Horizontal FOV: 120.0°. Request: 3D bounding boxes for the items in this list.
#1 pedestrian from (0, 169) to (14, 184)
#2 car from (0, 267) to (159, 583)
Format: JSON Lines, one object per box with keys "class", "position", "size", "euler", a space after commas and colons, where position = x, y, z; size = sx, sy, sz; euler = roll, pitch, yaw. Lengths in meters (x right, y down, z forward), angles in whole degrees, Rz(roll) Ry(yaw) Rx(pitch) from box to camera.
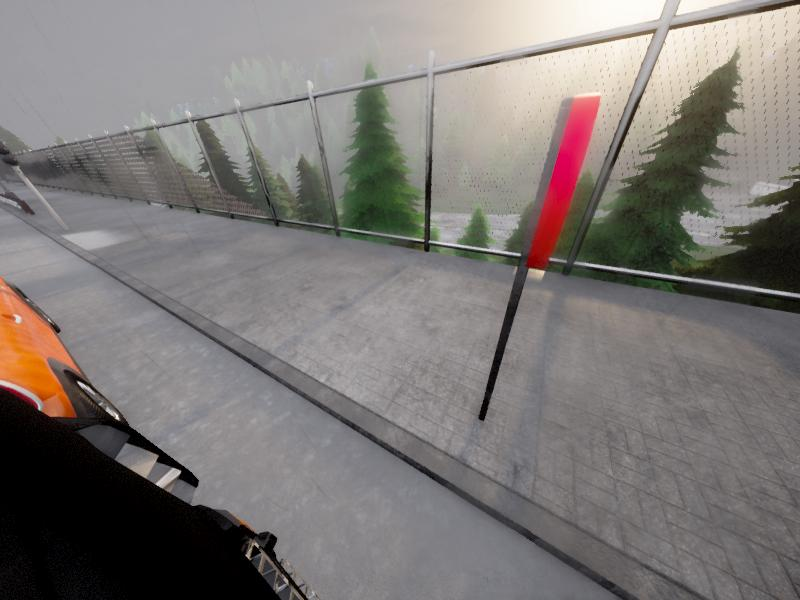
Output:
{"class": "pedestrian", "position": [-56.488, -17.593, 32.849], "size": [0.751, 1.860, 0.751], "euler": [15, 38, 25]}
{"class": "car", "position": [-4.631, 0.598, 1.776], "size": [4.553, 1.767, 2.097], "euler": [16, 38, 26]}
